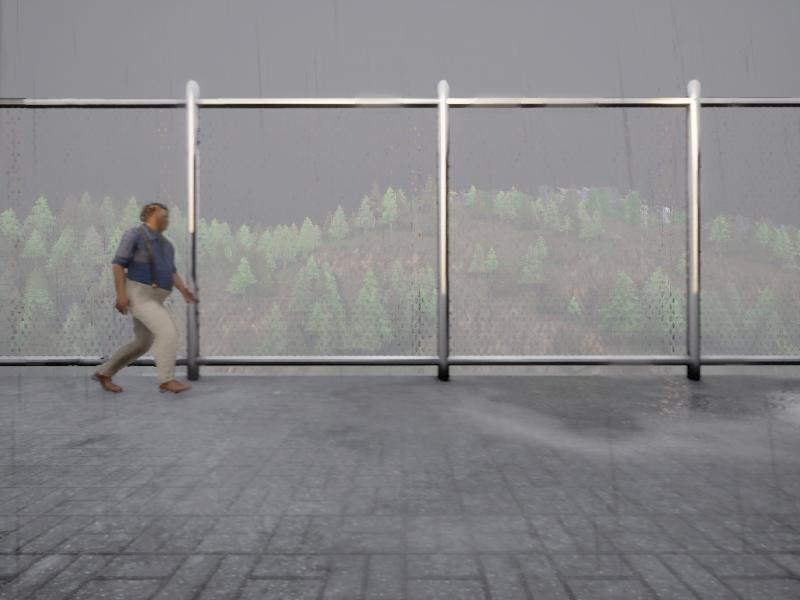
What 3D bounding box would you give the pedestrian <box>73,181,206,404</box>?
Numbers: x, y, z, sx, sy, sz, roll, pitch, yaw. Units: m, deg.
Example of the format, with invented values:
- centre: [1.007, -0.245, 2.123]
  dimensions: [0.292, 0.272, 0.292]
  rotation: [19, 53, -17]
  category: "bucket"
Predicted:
- centre: [-2.358, -0.063, 3.717]
  dimensions: [0.751, 1.860, 0.751]
  rotation: [0, 0, -1]
  category: "pedestrian"
